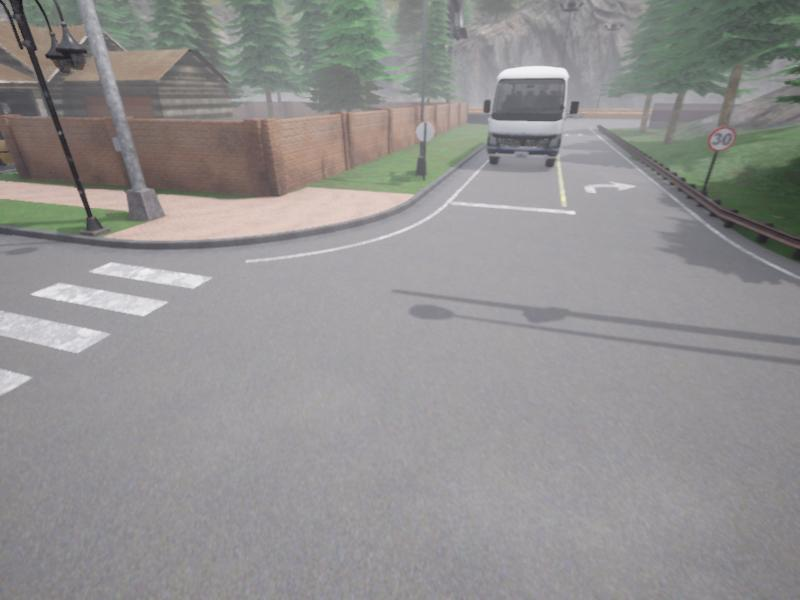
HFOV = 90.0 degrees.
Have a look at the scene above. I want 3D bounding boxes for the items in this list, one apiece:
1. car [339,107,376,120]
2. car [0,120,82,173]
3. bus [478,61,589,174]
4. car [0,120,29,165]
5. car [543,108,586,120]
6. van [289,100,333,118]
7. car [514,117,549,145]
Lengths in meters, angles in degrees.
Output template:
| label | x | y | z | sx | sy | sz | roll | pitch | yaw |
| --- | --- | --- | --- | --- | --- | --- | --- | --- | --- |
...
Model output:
| label | x | y | z | sx | sy | sz | roll | pitch | yaw |
| --- | --- | --- | --- | --- | --- | --- | --- | --- | --- |
| car | -6.298 | -27.522 | 58.992 | 4.902 | 1.511 | 2.128 | 9 | 28 | 15 |
| car | -17.303 | -6.809 | 17.633 | 1.932 | 1.855 | 4.605 | 8 | 28 | 15 |
| bus | 7.109 | -9.936 | 21.466 | 3.944 | 4.253 | 10.273 | 9 | 28 | 16 |
| car | -19.821 | -6.974 | 17.961 | 1.905 | 1.878 | 3.866 | 8 | 28 | 15 |
| car | 23.442 | -26.558 | 57.186 | 5.357 | 1.411 | 2.033 | 8 | 28 | 16 |
| van | -14.306 | -30.764 | 64.304 | 6.366 | 2.431 | 2.351 | 8 | 28 | 16 |
| car | 9.844 | -12.631 | 29.756 | 2.128 | 1.511 | 4.902 | 9 | 28 | 16 |
